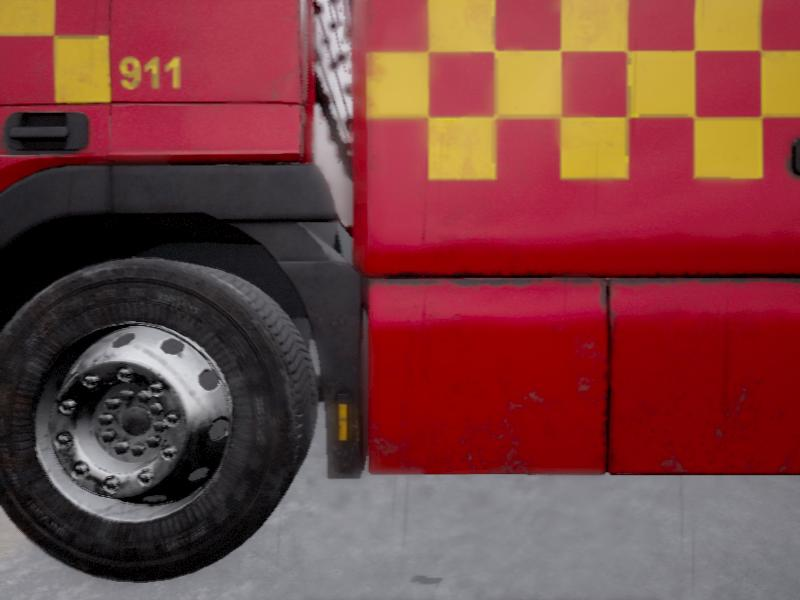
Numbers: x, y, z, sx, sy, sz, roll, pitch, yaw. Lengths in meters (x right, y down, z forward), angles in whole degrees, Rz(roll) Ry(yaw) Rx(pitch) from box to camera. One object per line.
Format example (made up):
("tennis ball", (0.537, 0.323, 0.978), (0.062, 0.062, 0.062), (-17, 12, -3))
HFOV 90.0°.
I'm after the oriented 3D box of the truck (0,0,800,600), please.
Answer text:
("truck", (1.662, -0.922, 2.727), (8.468, 3.827, 2.891), (0, 0, 0))
